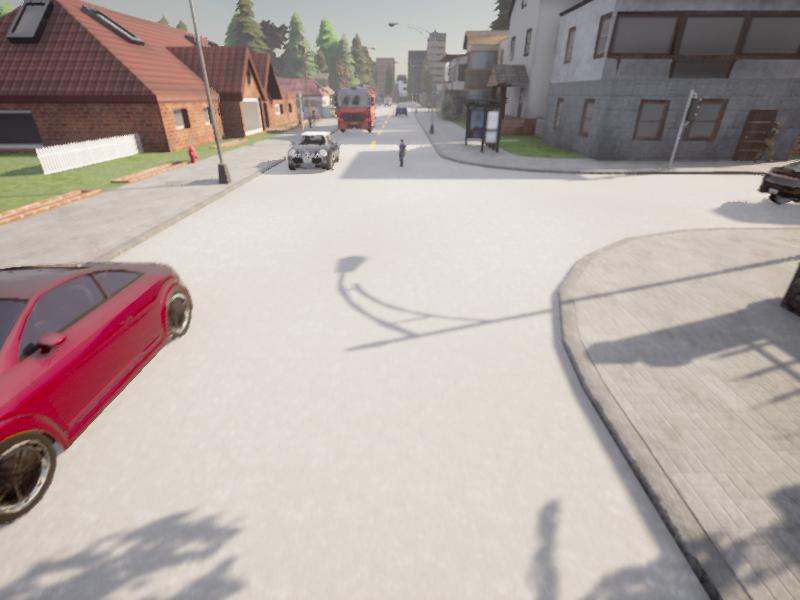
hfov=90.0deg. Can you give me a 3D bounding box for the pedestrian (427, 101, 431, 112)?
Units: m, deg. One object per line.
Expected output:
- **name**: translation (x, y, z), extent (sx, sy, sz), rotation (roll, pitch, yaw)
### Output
- **pedestrian**: translation (5.491, -36.898, 76.191), extent (0.751, 1.860, 0.751), rotation (0, 27, 0)

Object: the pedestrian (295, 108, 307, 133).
- **pedestrian**: translation (-8.454, -15.303, 34.092), extent (0.751, 1.860, 0.751), rotation (-4, 27, -8)

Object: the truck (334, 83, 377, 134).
- **truck**: translation (-3.869, -17.788, 37.079), extent (2.891, 3.827, 8.468), rotation (0, 27, 0)

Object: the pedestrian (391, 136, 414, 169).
- **pedestrian**: translation (0.123, -6.745, 18.293), extent (0.751, 1.300, 0.751), rotation (21, 34, 35)

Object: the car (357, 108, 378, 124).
- **car**: translation (-3.829, -21.929, 47.677), extent (2.128, 1.511, 4.902), rotation (0, 27, 0)

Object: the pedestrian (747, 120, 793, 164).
- **pedestrian**: translation (17.356, -7.418, 18.797), extent (0.751, 1.860, 0.751), rotation (0, 27, 0)

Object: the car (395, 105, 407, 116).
- **car**: translation (0.231, -30.785, 64.904), extent (1.882, 1.535, 5.008), rotation (0, 27, 0)

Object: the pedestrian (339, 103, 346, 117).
- **pedestrian**: translation (-8.298, -27.450, 57.747), extent (0.751, 1.860, 0.751), rotation (-3, 27, -5)

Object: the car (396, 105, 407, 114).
- **car**: translation (0.271, -36.427, 76.399), extent (2.007, 1.525, 4.514), rotation (0, 27, 0)

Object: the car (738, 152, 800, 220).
- **car**: translation (13.271, -3.333, 11.513), extent (4.902, 1.511, 2.128), rotation (0, 27, 0)

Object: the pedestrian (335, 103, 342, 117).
- **pedestrian**: translation (-8.745, -27.205, 57.272), extent (0.751, 1.860, 0.751), rotation (2, 27, 4)

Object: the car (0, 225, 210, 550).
- **car**: translation (-3.986, 0.517, 4.119), extent (1.994, 1.385, 4.181), rotation (0, 27, 0)

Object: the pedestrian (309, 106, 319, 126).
- **pedestrian**: translation (-8.879, -19.064, 41.416), extent (0.751, 1.860, 0.751), rotation (-3, 27, -5)

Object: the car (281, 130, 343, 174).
- **car**: translation (-3.933, -6.941, 18.524), extent (1.970, 1.475, 3.806), rotation (0, 27, 0)
